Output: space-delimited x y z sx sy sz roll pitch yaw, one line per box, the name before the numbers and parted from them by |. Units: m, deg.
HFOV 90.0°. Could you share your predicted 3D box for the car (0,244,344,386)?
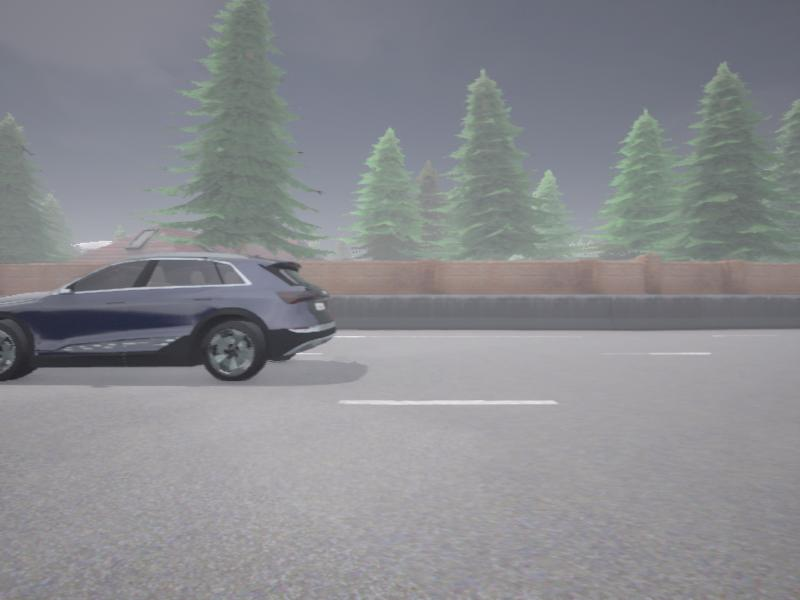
car | -3.401 0.186 5.770 4.856 1.649 2.033 -1 0 1
